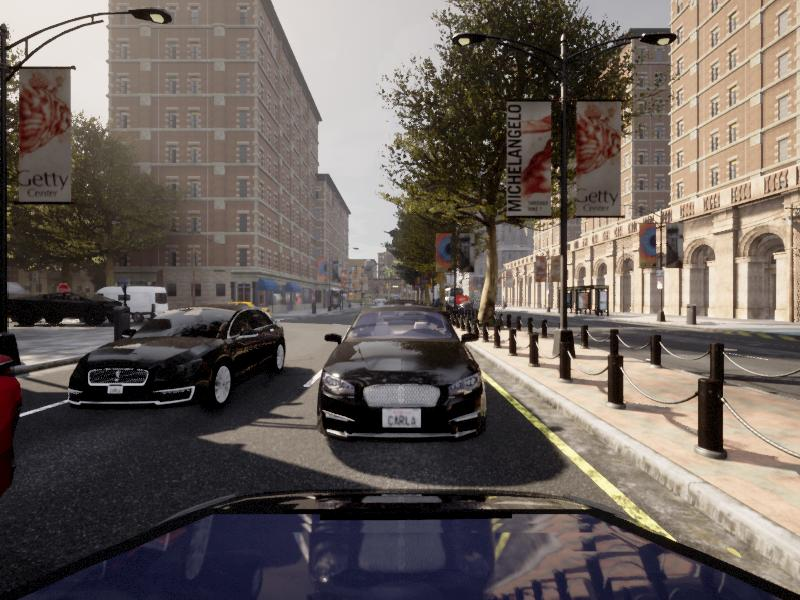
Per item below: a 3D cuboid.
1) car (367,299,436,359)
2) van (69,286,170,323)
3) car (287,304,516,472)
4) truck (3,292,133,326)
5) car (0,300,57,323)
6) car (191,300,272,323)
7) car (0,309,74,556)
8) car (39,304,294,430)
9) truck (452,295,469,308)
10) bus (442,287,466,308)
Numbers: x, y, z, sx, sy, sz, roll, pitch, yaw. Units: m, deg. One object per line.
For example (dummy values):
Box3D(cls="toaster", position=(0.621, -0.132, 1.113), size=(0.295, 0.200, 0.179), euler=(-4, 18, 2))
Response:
Box3D(cls="car", position=(0.043, 0.788, 12.806), size=(1.851, 1.617, 3.988), euler=(0, 0, 0))
Box3D(cls="van", position=(-20.213, 0.322, 29.025), size=(5.915, 2.561, 1.988), euler=(0, 0, -2))
Box3D(cls="car", position=(0.023, 0.836, 6.166), size=(2.128, 1.511, 4.902), euler=(0, 0, 0))
Box3D(cls="truck", position=(-20.892, 0.542, 25.433), size=(6.274, 2.098, 2.390), euler=(0, 0, -1))
Box3D(cls="car", position=(-28.277, 0.801, 28.894), size=(5.366, 1.575, 1.801), euler=(0, 0, -1))
Box3D(cls="car", position=(-12.341, 0.801, 29.645), size=(5.366, 1.575, 1.801), euler=(0, 0, -19))
Box3D(cls="car", position=(-3.495, 0.828, 0.791), size=(2.007, 1.525, 4.514), euler=(0, 0, 0))
Box3D(cls="car", position=(-3.503, 0.845, 7.333), size=(1.837, 1.490, 4.892), euler=(0, 0, 0))
Box3D(cls="truck", position=(11.763, 0.355, 78.047), size=(2.627, 2.467, 5.204), euler=(0, 0, 0))
Box3D(cls="bus", position=(11.676, -0.538, 88.180), size=(3.944, 4.253, 10.273), euler=(0, 0, 0))
